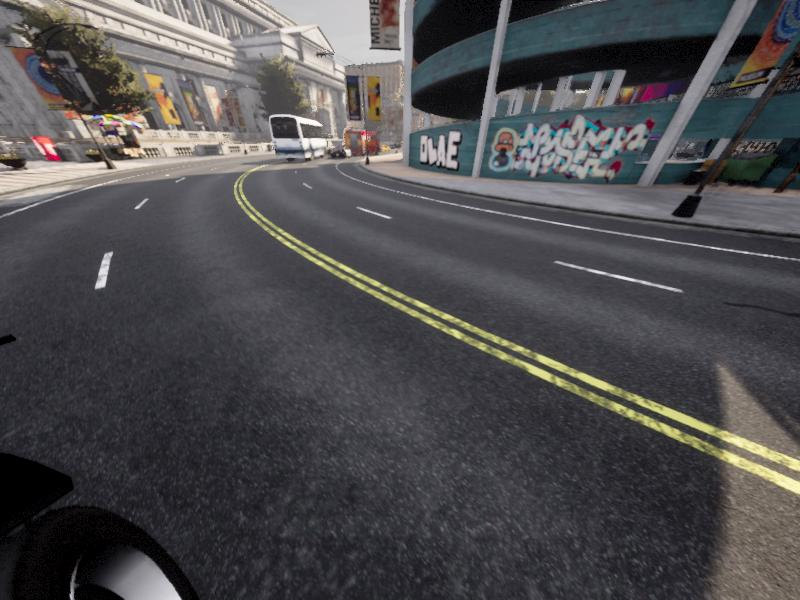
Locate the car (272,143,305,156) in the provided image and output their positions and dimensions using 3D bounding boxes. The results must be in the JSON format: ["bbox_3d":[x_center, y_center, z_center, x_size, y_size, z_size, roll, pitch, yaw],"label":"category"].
[{"bbox_3d":[-17.749,-24.209,37.118,2.242,1.667,4.611,8,35,10],"label":"car"}]

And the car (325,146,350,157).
[{"bbox_3d":[-10.185,-24.567,38.100,1.895,1.301,4.718,9,35,11],"label":"car"}]

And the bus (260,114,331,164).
[{"bbox_3d":[-12.130,-19.808,28.610,3.944,4.253,10.273,0,35,0],"label":"bus"}]

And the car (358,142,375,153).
[{"bbox_3d":[-6.814,-31.466,47.585,1.905,1.878,3.866,10,36,13],"label":"car"}]

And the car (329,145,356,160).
[{"bbox_3d":[-8.033,-20.940,32.702,2.038,1.542,4.974,5,35,6],"label":"car"}]

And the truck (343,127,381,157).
[{"bbox_3d":[-6.061,-26.671,38.989,2.891,3.827,8.468,9,36,12],"label":"truck"}]

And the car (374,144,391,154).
[{"bbox_3d":[-3.447,-30.790,46.944,1.801,1.575,5.366,10,36,13],"label":"car"}]

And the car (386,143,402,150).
[{"bbox_3d":[-1.763,-44.611,66.959,2.128,1.511,4.902,24,41,30],"label":"car"}]

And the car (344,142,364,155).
[{"bbox_3d":[-8.474,-28.263,42.936,1.905,1.878,3.866,10,36,13],"label":"car"}]
